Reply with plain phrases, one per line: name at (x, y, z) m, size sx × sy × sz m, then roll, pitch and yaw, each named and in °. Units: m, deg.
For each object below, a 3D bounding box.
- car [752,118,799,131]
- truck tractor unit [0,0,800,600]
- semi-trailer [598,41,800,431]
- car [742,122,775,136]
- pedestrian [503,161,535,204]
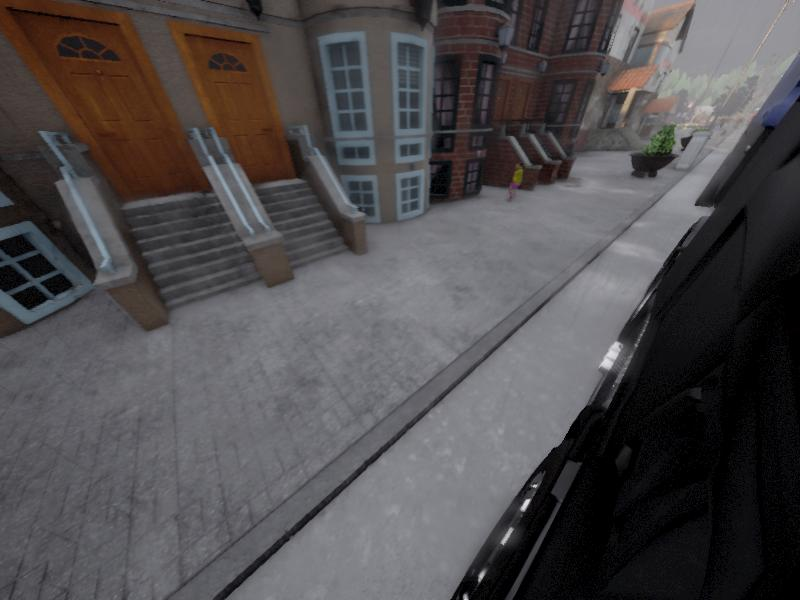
car at (62.941, -29.512, 38.876) m, size 1.837 × 1.490 × 4.892 m, roll 11°, pitch 39°, yaw 20°
truck tractor unit at (2.645, -0.295, 0.351) m, size 6.516 × 4.208 × 3.053 m, roll -28°, pitch 44°, yaw -30°
semi-trailer at (8.700, -3.574, 4.268) m, size 14.254 × 4.402 × 2.717 m, roll -28°, pitch 44°, yaw -30°
car at (47.589, -22.737, 30.705) m, size 4.718 × 1.301 × 1.895 m, roll -28°, pitch 44°, yaw -30°
pedestrian at (3.671, -3.650, 7.196) m, size 0.500 × 1.100 × 0.500 m, roll 1°, pitch 37°, yaw 4°
